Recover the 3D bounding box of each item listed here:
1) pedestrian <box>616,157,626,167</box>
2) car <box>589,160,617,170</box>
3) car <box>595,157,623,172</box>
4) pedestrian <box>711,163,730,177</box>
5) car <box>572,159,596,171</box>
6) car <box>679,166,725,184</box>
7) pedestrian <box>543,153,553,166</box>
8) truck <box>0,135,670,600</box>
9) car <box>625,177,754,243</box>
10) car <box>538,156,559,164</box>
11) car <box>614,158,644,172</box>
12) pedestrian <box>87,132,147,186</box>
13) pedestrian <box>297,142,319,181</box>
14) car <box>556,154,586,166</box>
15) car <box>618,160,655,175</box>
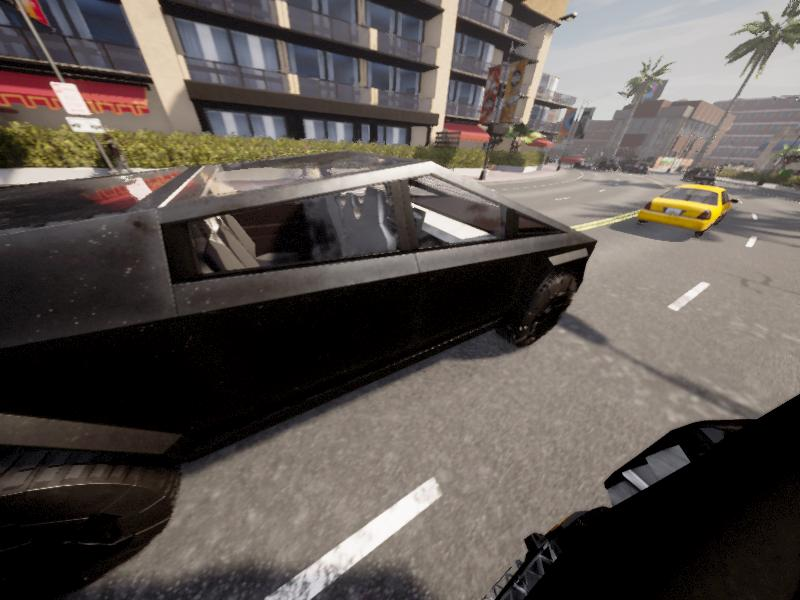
[{"bbox_3d":[52.425,-32.818,54.891,0.751,1.860,0.751,-10,36,-18],"label":"pedestrian"},{"bbox_3d":[40.469,-27.051,46.111,1.994,1.385,4.181,5,34,2],"label":"car"},{"bbox_3d":[35.099,-22.799,38.901,1.905,1.878,3.866,13,35,14],"label":"car"},{"bbox_3d":[51.165,-20.737,36.861,0.751,1.860,0.751,13,35,14],"label":"pedestrian"},{"bbox_3d":[31.919,-23.579,40.170,1.970,1.475,3.806,12,35,13],"label":"car"},{"bbox_3d":[36.635,-15.341,28.213,1.851,1.617,3.988,20,37,23],"label":"car"},{"bbox_3d":[26.673,-25.343,41.700,0.751,1.860,0.751,12,35,12],"label":"pedestrian"},{"bbox_3d":[-0.643,-0.280,2.384,6.274,2.098,2.390,-16,38,-26],"label":"truck"},{"bbox_3d":[11.080,-3.634,8.782,5.366,1.575,1.801,-19,40,-29],"label":"car"},{"bbox_3d":[36.214,-34.289,56.490,1.994,1.385,4.181,-4,35,-11],"label":"car"},{"bbox_3d":[43.410,-25.725,43.919,1.905,1.878,3.866,7,34,6],"label":"car"},{"bbox_3d":[-11.748,-5.886,9.697,0.751,1.860,0.751,-15,38,-24],"label":"pedestrian"},{"bbox_3d":[-5.194,-7.833,13.119,0.751,1.860,0.751,-16,38,-26],"label":"pedestrian"},{"bbox_3d":[40.184,-33.194,54.608,2.150,2.045,5.566,-4,35,-11],"label":"car"},{"bbox_3d":[37.799,-21.306,37.103,2.242,1.667,4.611,14,35,16],"label":"car"}]
